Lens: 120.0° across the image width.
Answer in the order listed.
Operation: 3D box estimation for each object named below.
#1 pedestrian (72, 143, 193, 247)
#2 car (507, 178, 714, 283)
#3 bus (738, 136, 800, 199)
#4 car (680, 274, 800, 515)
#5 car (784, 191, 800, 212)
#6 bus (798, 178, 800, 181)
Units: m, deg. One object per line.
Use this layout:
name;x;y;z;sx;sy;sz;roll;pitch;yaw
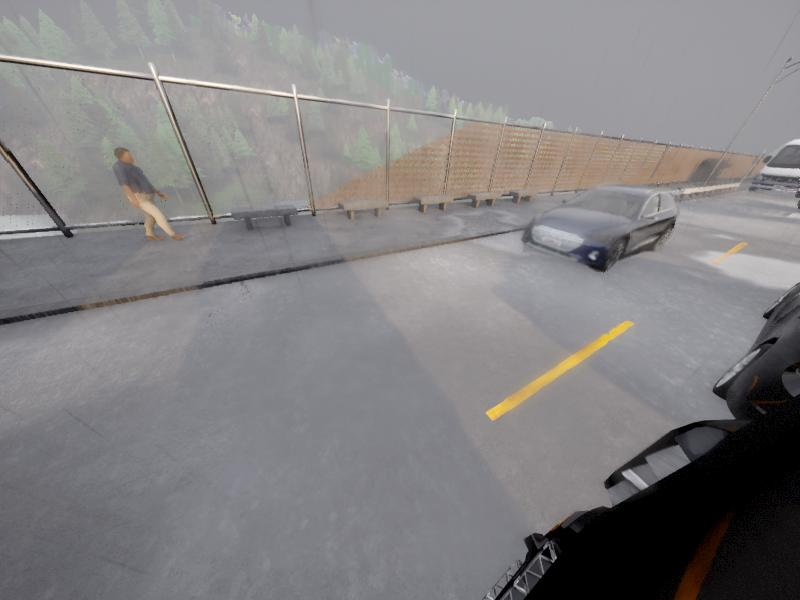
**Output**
pedestrian;-5.396;-2.159;4.864;0.751;1.860;0.751;-6;35;-13
car;5.531;-2.149;6.125;4.856;1.649;2.033;-16;38;-26
bus;37.020;-12.120;21.159;10.273;4.253;3.944;-16;38;-26
car;5.342;0.498;2.208;5.008;1.535;1.882;-16;38;-26
car;24.315;-4.930;11.703;2.242;1.667;4.611;7;34;8
bus;79.264;-24.159;42.494;10.273;4.253;3.944;-16;38;-26
